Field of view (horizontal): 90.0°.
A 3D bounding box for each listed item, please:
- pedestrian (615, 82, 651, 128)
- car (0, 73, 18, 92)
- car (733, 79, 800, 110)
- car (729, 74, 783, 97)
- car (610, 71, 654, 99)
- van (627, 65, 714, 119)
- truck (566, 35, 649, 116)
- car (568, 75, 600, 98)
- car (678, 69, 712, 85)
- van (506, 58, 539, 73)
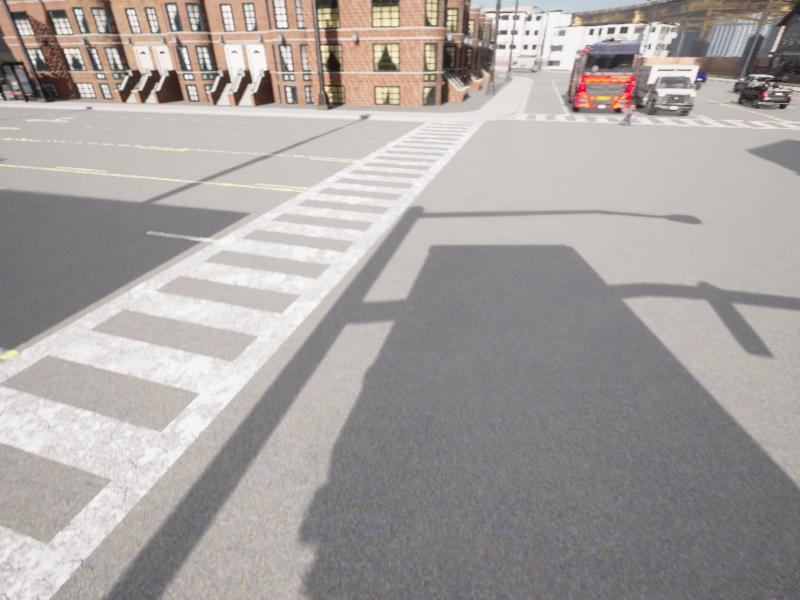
[{"bbox_3d":[10.807,-9.040,18.591,0.751,1.860,0.751,1,31,2],"label":"pedestrian"},{"bbox_3d":[-43.710,-22.608,41.716,1.930,1.638,5.238,8,32,14],"label":"car"},{"bbox_3d":[23.671,-13.390,25.946,1.789,1.549,3.705,9,32,14],"label":"car"},{"bbox_3d":[30.206,-18.359,34.123,1.970,1.475,3.806,9,32,14],"label":"car"},{"bbox_3d":[18.640,-17.436,32.349,1.932,1.855,4.605,9,32,14],"label":"car"},{"bbox_3d":[15.693,-12.526,23.772,2.351,2.431,6.366,9,32,15],"label":"van"},{"bbox_3d":[12.754,-14.415,25.562,2.891,3.827,8.468,9,32,14],"label":"truck"},{"bbox_3d":[15.528,-18.198,33.995,1.837,1.490,4.892,9,32,14],"label":"car"},{"bbox_3d":[34.919,-26.491,47.471,1.812,1.442,4.674,9,32,14],"label":"car"},{"bbox_3d":[25.193,-48.406,82.501,5.915,2.561,1.988,24,39,34],"label":"van"}]
